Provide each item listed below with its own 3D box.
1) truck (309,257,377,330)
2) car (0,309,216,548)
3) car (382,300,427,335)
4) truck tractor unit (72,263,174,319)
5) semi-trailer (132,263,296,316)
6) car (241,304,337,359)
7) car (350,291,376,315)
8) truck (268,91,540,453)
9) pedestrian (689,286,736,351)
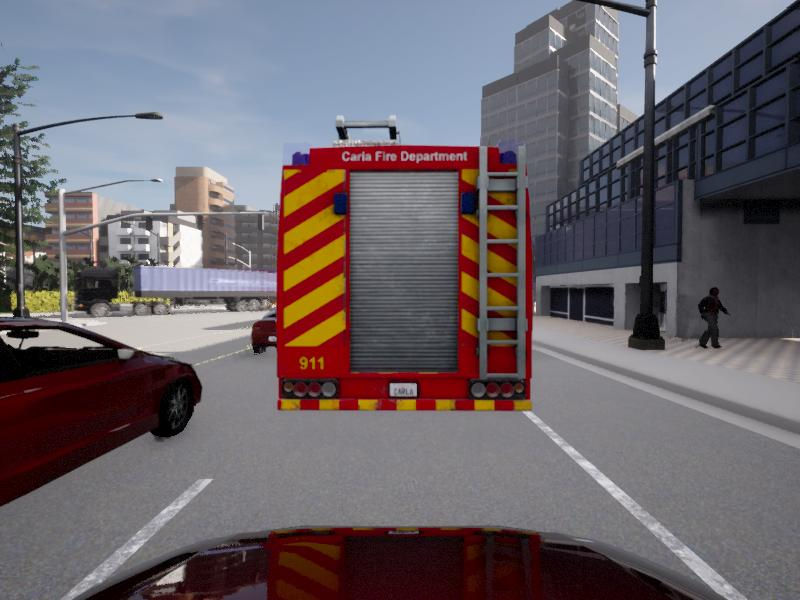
[{"bbox_3d":[-3.258,-0.427,25.394,2.891,3.827,8.468,0,1,1],"label":"truck"},{"bbox_3d":[-3.467,0.860,3.418,1.816,1.474,4.193,0,0,1],"label":"car"},{"bbox_3d":[0.221,0.793,20.533,2.038,1.542,4.974,0,1,1],"label":"car"},{"bbox_3d":[-22.913,-0.759,33.340,6.516,4.208,3.053,-1,2,-45],"label":"truck tractor unit"},{"bbox_3d":[-17.234,-1.002,38.856,14.254,4.402,2.717,-1,2,-44],"label":"semi-trailer"},{"bbox_3d":[-3.377,0.888,13.185,1.812,1.442,4.674,0,0,1],"label":"car"},{"bbox_3d":[-3.393,0.215,37.648,2.150,2.045,5.566,0,1,-2],"label":"car"},{"bbox_3d":[0.095,-0.300,8.485,2.891,3.827,8.468,0,0,1],"label":"truck"},{"bbox_3d":[9.185,0.518,11.781,0.751,1.860,0.751,0,1,-11],"label":"pedestrian"}]
